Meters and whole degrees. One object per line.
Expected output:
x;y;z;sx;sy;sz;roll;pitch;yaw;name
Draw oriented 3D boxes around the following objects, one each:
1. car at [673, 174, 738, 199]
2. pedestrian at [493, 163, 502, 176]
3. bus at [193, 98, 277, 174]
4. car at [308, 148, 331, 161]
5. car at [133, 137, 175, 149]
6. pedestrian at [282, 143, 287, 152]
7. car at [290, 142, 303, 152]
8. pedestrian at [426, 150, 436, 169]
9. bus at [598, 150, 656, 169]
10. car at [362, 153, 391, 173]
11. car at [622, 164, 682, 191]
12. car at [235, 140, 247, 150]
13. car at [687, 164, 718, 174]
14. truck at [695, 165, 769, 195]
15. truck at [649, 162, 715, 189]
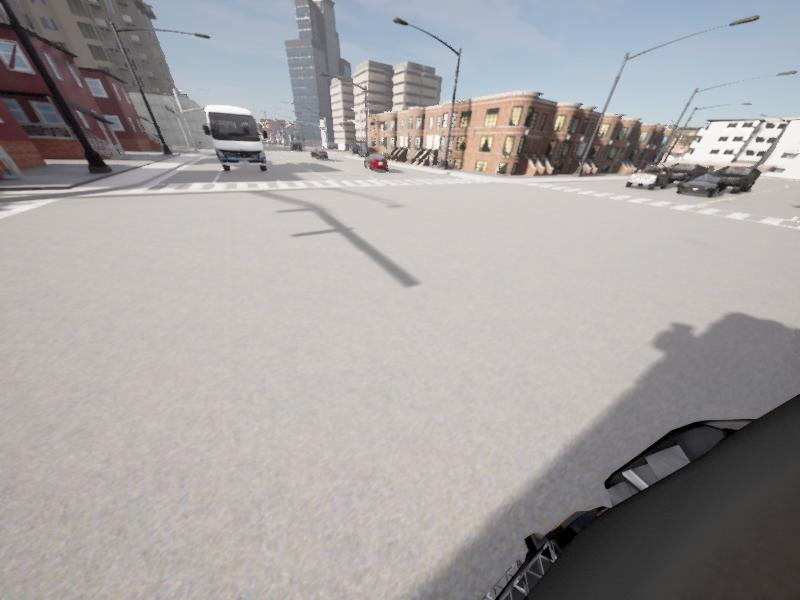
24.264;-9.097;18.389;4.181;1.385;1.994;-16;38;-26;car
9.818;-13.131;23.307;0.500;1.100;0.500;4;33;1;pedestrian
-14.221;-14.203;20.516;3.944;4.253;10.273;-16;38;-26;bus
-12.829;-23.159;36.670;2.128;1.511;4.902;-16;38;-26;car
-43.651;-27.931;41.107;4.718;1.301;1.895;-12;36;-28;car
-29.074;-38.468;58.222;0.751;1.860;0.751;-18;39;-28;pedestrian
-30.237;-44.765;67.546;2.150;2.045;5.566;-16;38;-26;car
3.816;-17.250;28.378;0.751;1.860;0.751;-10;35;-18;pedestrian
64.587;-40.301;66.129;3.944;4.253;10.273;-14;37;-24;bus
-2.632;-14.893;24.975;2.163;1.488;4.792;-7;35;-15;car
22.718;-11.096;20.834;4.605;1.855;1.932;-16;38;-26;car
-42.696;-41.686;61.918;2.150;2.045;5.566;-16;38;-26;car
73.621;-31.927;56.324;1.905;1.878;3.866;-5;34;-12;car
30.966;-11.262;21.525;6.274;2.098;2.390;-16;38;-26;truck
29.390;-13.043;24.099;6.274;2.098;2.390;-16;38;-26;truck
